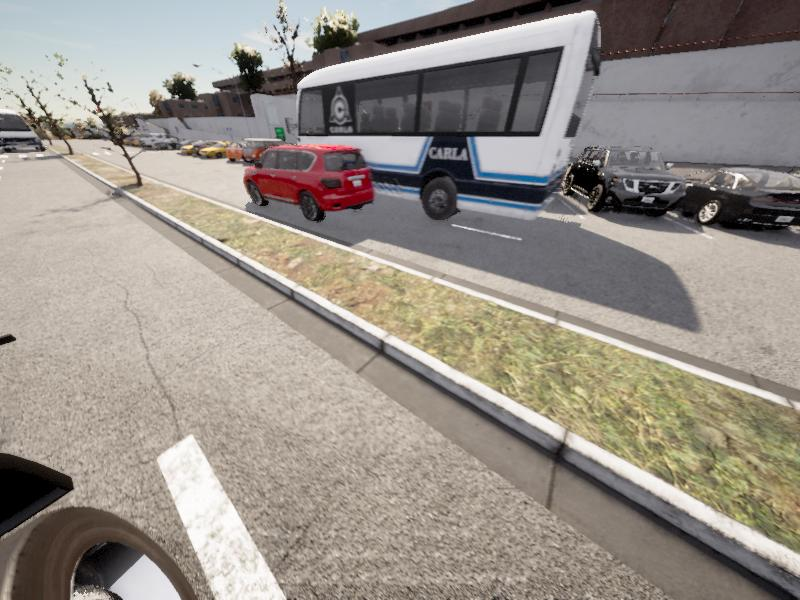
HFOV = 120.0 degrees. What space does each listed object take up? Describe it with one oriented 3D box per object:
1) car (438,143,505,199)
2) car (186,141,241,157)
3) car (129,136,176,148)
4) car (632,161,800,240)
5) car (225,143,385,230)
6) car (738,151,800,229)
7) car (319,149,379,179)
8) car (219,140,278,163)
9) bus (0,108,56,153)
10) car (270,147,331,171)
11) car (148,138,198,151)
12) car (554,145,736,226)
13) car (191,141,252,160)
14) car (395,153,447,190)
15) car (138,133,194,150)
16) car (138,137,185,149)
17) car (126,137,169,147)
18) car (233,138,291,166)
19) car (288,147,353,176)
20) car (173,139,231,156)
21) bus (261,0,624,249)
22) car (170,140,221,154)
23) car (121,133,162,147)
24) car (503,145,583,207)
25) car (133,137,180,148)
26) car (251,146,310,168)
[{"bbox_3d":[3.777,-7.018,12.156,2.435,2.045,5.566,10,36,13],"label":"car"},{"bbox_3d":[-22.495,-18.459,28.173,2.163,1.488,4.792,11,36,13],"label":"car"},{"bbox_3d":[-43.924,-28.171,41.201,1.946,1.575,5.366,10,36,13],"label":"car"},{"bbox_3d":[10.928,-3.672,7.902,2.231,1.521,4.892,10,36,14],"label":"car"},{"bbox_3d":[-3.420,-4.334,8.251,5.566,2.045,2.150,23,41,29],"label":"car"},{"bbox_3d":[13.352,-2.886,6.415,1.878,1.987,4.442,10,36,14],"label":"car"},{"bbox_3d":[-3.404,-9.895,16.623,2.163,1.488,4.792,11,36,13],"label":"car"},{"bbox_3d":[-15.347,-15.332,23.742,2.185,1.767,4.553,11,36,13],"label":"car"},{"bbox_3d":[-49.197,-21.523,29.401,10.273,4.253,3.944,24,41,29],"label":"bus"},{"bbox_3d":[-8.170,-12.039,19.564,2.163,1.488,4.792,11,36,13],"label":"car"},{"bbox_3d":[-34.421,-23.821,35.304,2.231,1.521,4.892,11,36,13],"label":"car"},{"bbox_3d":[8.544,-4.905,9.195,2.435,2.045,5.566,11,36,13],"label":"car"},{"bbox_3d":[-20.165,-17.293,26.553,1.946,1.575,5.366,11,36,13],"label":"car"},{"bbox_3d":[1.377,-7.805,13.748,2.002,1.452,4.674,10,36,13],"label":"car"},{"bbox_3d":[-36.808,-25.108,36.616,2.435,2.045,5.566,11,36,13],"label":"car"},{"bbox_3d":[-39.197,-25.949,38.177,2.097,1.535,5.008,11,36,13],"label":"car"},{"bbox_3d":[-46.357,-29.118,42.538,2.163,1.488,4.792,10,36,13],"label":"car"},{"bbox_3d":[-12.970,-14.293,22.177,1.878,1.987,4.442,11,36,13],"label":"car"},{"bbox_3d":[-5.833,-10.891,17.927,1.946,1.575,5.366,11,36,13],"label":"car"},{"bbox_3d":[-24.938,-19.444,29.415,1.946,1.575,5.366,11,36,13],"label":"car"},{"bbox_3d":[0.291,-5.695,8.307,10.273,4.253,3.944,24,41,29],"label":"bus"},{"bbox_3d":[-27.277,-20.580,31.016,2.002,1.452,4.674,11,36,13],"label":"car"},{"bbox_3d":[-48.775,-30.306,43.718,1.878,1.987,4.442,11,36,13],"label":"car"},{"bbox_3d":[6.131,-5.876,10.596,1.878,1.987,4.442,11,36,13],"label":"car"},{"bbox_3d":[-41.593,-27.004,39.612,2.231,1.521,4.892,10,36,13],"label":"car"},{"bbox_3d":[-10.567,-13.076,20.983,2.002,1.452,4.674,11,36,13],"label":"car"}]
